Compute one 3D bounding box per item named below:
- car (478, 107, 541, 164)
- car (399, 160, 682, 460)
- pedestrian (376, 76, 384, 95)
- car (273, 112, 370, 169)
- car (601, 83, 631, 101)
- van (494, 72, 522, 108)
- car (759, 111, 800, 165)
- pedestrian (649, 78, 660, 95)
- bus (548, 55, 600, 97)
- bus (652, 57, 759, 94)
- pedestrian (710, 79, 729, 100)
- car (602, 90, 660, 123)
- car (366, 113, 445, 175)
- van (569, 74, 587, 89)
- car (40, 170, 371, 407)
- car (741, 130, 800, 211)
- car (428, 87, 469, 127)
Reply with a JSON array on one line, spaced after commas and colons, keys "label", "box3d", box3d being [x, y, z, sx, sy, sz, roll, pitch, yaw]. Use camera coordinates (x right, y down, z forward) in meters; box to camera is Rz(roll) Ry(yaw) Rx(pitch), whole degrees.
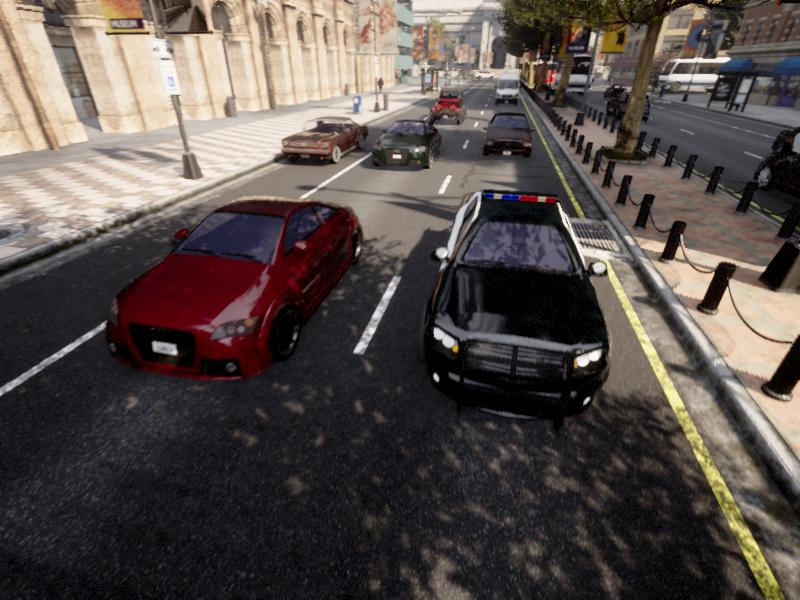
[{"label": "car", "box3d": [4.492, -6.996, 16.633, 2.033, 1.411, 5.357, 7, 31, 11]}, {"label": "car", "box3d": [1.539, -0.575, 5.489, 2.038, 1.542, 4.974, 7, 31, 11]}, {"label": "pedestrian", "box3d": [-2.262, -24.702, 46.013, 0.751, 1.860, 0.751, 5, 31, 8]}, {"label": "car", "box3d": [-2.762, -6.261, 15.383, 1.895, 1.301, 4.718, 7, 31, 11]}, {"label": "car", "box3d": [23.438, -22.663, 43.485, 1.845, 1.501, 3.633, 7, 31, 11]}, {"label": "van", "box3d": [9.866, -19.316, 36.618, 1.988, 2.561, 5.915, 7, 31, 11]}, {"label": "car", "box3d": [15.674, -5.639, 14.300, 2.038, 1.542, 4.974, 7, 31, 11]}, {"label": "pedestrian", "box3d": [32.927, -27.658, 51.754, 0.751, 1.860, 0.751, 18, 35, 27]}, {"label": "bus", "box3d": [21.967, -28.851, 51.352, 3.944, 4.253, 10.273, 7, 31, 11]}, {"label": "bus", "box3d": [41.790, -31.036, 55.299, 10.273, 4.253, 3.944, 6, 31, 10]}, {"label": "pedestrian", "box3d": [33.465, -22.088, 41.938, 0.751, 1.860, 0.751, 8, 31, 13]}, {"label": "car", "box3d": [15.558, -13.281, 27.266, 2.033, 1.649, 4.856, 7, 31, 11]}, {"label": "car", "box3d": [0.348, -5.780, 14.533, 1.994, 1.385, 4.181, 7, 31, 11]}, {"label": "van", "box3d": [29.483, -36.237, 66.303, 1.775, 1.987, 4.442, 7, 31, 11]}, {"label": "car", "box3d": [-1.987, -0.641, 5.722, 1.994, 1.385, 4.181, 7, 31, 11]}, {"label": "car", "box3d": [10.864, -2.960, 9.705, 1.837, 1.490, 4.892, 7, 31, 11]}, {"label": "car", "box3d": [3.007, -11.864, 24.445, 1.905, 1.878, 3.866, 7, 31, 11]}]
